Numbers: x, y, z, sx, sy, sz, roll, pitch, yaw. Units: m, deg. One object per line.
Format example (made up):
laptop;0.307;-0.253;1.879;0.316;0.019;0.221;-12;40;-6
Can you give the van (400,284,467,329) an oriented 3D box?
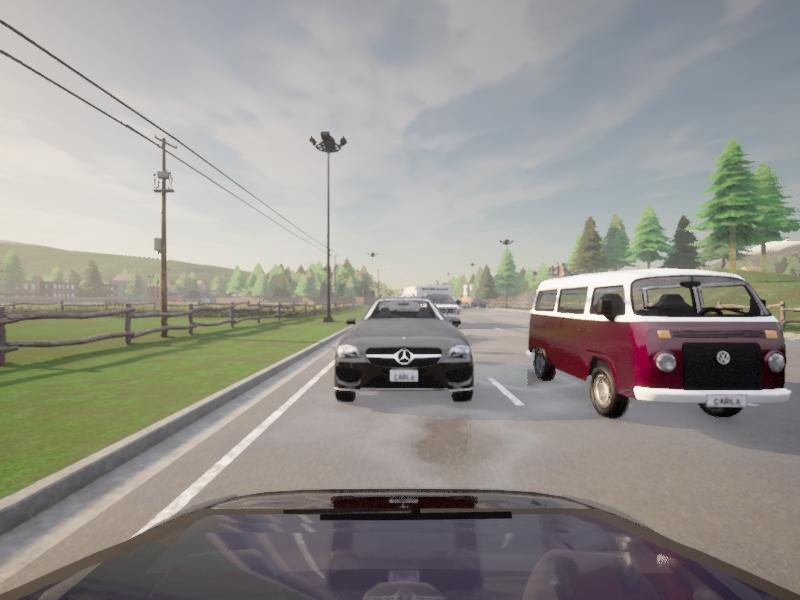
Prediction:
van;1.863;0.373;24.894;2.351;2.431;6.366;0;0;-12

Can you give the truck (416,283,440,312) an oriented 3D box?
truck;3.787;-0.306;56.653;2.891;3.827;8.468;0;0;0

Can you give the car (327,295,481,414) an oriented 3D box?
car;0.068;0.766;8.075;2.152;1.651;5.027;0;0;0

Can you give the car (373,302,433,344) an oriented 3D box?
car;0.105;0.841;16.766;2.163;1.488;4.792;0;0;0

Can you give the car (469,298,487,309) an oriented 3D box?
car;14.372;0.600;73.893;2.150;2.045;5.566;0;0;0

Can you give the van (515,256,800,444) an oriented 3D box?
van;3.562;0.560;6.577;2.069;2.038;4.480;0;-1;0
